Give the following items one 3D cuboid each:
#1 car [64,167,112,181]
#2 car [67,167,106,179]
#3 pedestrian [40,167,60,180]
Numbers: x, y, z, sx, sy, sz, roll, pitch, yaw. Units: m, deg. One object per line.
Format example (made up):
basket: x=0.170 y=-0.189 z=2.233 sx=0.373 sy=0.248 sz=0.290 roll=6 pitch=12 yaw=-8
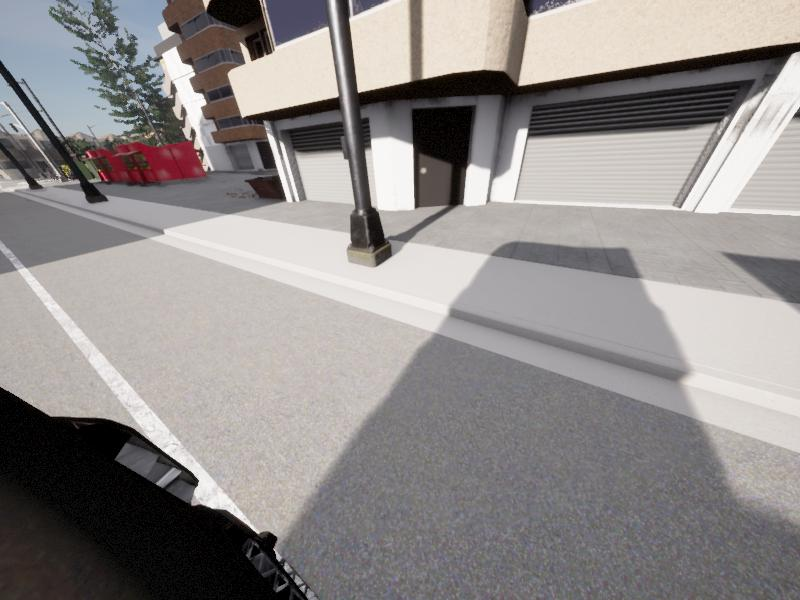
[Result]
car: x=-46.439 y=-18.820 z=34.466 sx=1.970 sy=1.475 sz=3.806 roll=15 pitch=38 yaw=27
car: x=-65.394 y=-26.618 z=48.333 sx=2.152 sy=1.651 sz=5.027 roll=-11 pitch=34 yaw=-11
pedestrian: x=-58.711 y=-21.291 z=38.778 sx=0.751 sy=1.860 sz=0.751 roll=0 pitch=33 yaw=6
